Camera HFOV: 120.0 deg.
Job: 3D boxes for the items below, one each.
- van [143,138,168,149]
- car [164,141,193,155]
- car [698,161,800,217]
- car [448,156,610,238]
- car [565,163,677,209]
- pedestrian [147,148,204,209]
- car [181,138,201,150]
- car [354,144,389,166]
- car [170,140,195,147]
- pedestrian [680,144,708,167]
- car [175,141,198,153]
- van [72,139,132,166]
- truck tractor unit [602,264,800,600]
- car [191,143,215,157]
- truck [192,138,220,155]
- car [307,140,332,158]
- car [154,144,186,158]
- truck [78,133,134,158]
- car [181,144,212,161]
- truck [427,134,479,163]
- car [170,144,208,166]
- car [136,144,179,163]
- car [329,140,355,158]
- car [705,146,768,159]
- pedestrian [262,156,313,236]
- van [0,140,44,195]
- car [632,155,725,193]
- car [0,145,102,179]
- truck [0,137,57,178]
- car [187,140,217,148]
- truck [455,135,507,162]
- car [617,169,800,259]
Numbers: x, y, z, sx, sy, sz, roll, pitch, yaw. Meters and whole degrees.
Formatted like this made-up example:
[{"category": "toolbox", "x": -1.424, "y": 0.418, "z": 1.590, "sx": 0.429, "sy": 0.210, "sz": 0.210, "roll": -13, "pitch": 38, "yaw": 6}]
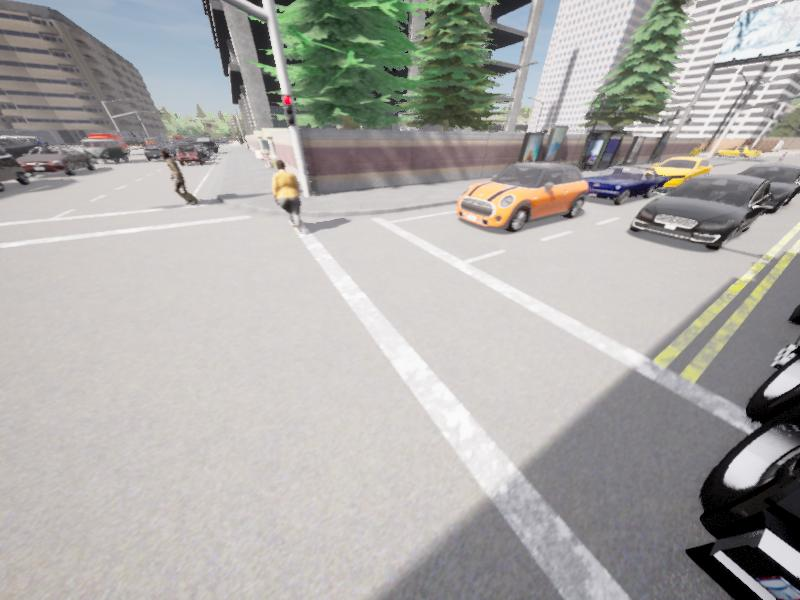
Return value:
[{"category": "van", "x": -55.251, "y": -35.425, "z": 52.129, "sx": 4.442, "sy": 1.987, "sz": 1.775, "roll": 16, "pitch": 38, "yaw": 22}, {"category": "car", "x": -33.640, "y": -23.222, "z": 35.261, "sx": 2.152, "sy": 1.651, "sz": 5.027, "roll": -18, "pitch": 39, "yaw": -25}, {"category": "car", "x": 15.173, "y": -4.781, "z": 9.673, "sx": 4.892, "sy": 1.490, "sz": 1.837, "roll": -18, "pitch": 39, "yaw": -24}, {"category": "car", "x": 4.156, "y": -3.626, "z": 7.652, "sx": 4.553, "sy": 1.767, "sz": 2.097, "roll": -18, "pitch": 39, "yaw": -24}, {"category": "car", "x": 10.220, "y": -5.402, "z": 10.682, "sx": 4.718, "sy": 1.301, "sz": 1.895, "roll": -18, "pitch": 39, "yaw": -24}, {"category": "pedestrian", "x": -8.145, "y": -4.458, "z": 8.515, "sx": 0.751, "sy": 1.860, "sz": 0.751, "roll": -18, "pitch": 39, "yaw": -25}, {"category": "car", "x": -41.380, "y": -31.035, "z": 45.890, "sx": 1.932, "sy": 1.855, "sz": 4.605, "roll": -18, "pitch": 39, "yaw": -25}, {"category": "car", "x": -2.859, "y": -14.237, "z": 22.597, "sx": 1.851, "sy": 1.617, "sz": 3.988, "roll": -18, "pitch": 39, "yaw": -24}, {"category": "car", "x": -57.355, "y": -41.324, "z": 61.023, "sx": 2.007, "sy": 1.525, "sz": 4.514, "roll": 8, "pitch": 36, "yaw": 11}, {"category": "pedestrian", "x": 28.387, "y": -13.985, "z": 22.310, "sx": 0.751, "sy": 1.860, "sz": 0.751, "roll": -16, "pitch": 38, "yaw": -22}, {"category": "car", "x": -37.545, "y": -27.020, "z": 40.721, "sx": 2.007, "sy": 1.525, "sz": 4.514, "roll": -18, "pitch": 39, "yaw": -25}, {"category": "van", "x": -28.469, "y": -14.322, "z": 22.308, "sx": 1.775, "sy": 1.987, "sz": 4.442, "roll": -18, "pitch": 39, "yaw": -25}, {"category": "truck tractor unit", "x": 5.116, "y": -0.294, "z": 0.782, "sx": 6.516, "sy": 4.208, "sz": 3.053, "roll": -18, "pitch": 39, "yaw": -24}, {"category": "car", "x": -27.100, "y": -20.738, "z": 31.846, "sx": 1.789, "sy": 1.549, "sz": 3.705, "roll": -18, "pitch": 39, "yaw": -25}, {"category": "truck", "x": -31.022, "y": -24.816, "z": 37.147, "sx": 2.390, "sy": 2.098, "sz": 6.274, "roll": -18, "pitch": 39, "yaw": -25}, {"category": "car", "x": -10.265, "y": -19.275, "z": 29.408, "sx": 1.905, "sy": 1.878, "sz": 3.866, "roll": -18, "pitch": 39, "yaw": -24}, {"category": "car", "x": -29.987, "y": -19.528, "z": 30.252, "sx": 1.994, "sy": 1.385, "sz": 4.181, "roll": -18, "pitch": 39, "yaw": -25}, {"category": "truck", "x": -38.638, "y": -20.546, "z": 30.655, "sx": 2.627, "sy": 2.467, "sz": 5.204, "roll": -18, "pitch": 39, "yaw": -25}, {"category": "car", "x": -23.683, "y": -17.367, "z": 27.088, "sx": 1.882, "sy": 1.535, "sz": 5.008, "roll": -18, "pitch": 39, "yaw": -25}, {"category": "truck", "x": 5.719, "y": -16.999, "z": 25.873, "sx": 2.615, "sy": 2.467, "sz": 5.204, "roll": -18, "pitch": 39, "yaw": -24}, {"category": "car", "x": -20.340, "y": -14.117, "z": 22.427, "sx": 1.851, "sy": 1.617, "sz": 3.988, "roll": -18, "pitch": 39, "yaw": -25}, {"category": "car", "x": -26.729, "y": -16.384, "z": 25.677, "sx": 2.128, "sy": 1.511, "sz": 4.902, "roll": -18, "pitch": 39, "yaw": -25}, {"category": "car", "x": -7.720, "y": -20.109, "z": 30.623, "sx": 1.905, "sy": 1.878, "sz": 3.866, "roll": -18, "pitch": 39, "yaw": -24}, {"category": "car", "x": 53.858, "y": -23.847, "z": 37.187, "sx": 1.801, "sy": 1.575, "sz": 5.366, "roll": -13, "pitch": 37, "yaw": -18}, {"category": "pedestrian", "x": -3.049, "y": -2.842, "z": 6.352, "sx": 0.751, "sy": 1.860, "sz": 0.751, "roll": -17, "pitch": 39, "yaw": -23}, {"category": "van", "x": -20.325, "y": -6.287, "z": 10.883, "sx": 2.069, "sy": 2.038, "sz": 4.480, "roll": -22, "pitch": 41, "yaw": -28}, {"category": "car", "x": 16.224, "y": -7.461, "z": 13.469, "sx": 5.008, "sy": 1.535, "sz": 1.882, "roll": -18, "pitch": 39, "yaw": -24}, {"category": "car", "x": -23.981, "y": -9.762, "z": 16.166, "sx": 2.152, "sy": 1.651, "sz": 5.027, "roll": -18, "pitch": 39, "yaw": -25}, {"category": "truck", "x": -27.930, "y": -9.871, "z": 15.865, "sx": 2.390, "sy": 2.098, "sz": 6.274, "roll": -18, "pitch": 39, "yaw": -25}, {"category": "car", "x": -49.560, "y": -39.110, "z": 57.921, "sx": 5.366, "sy": 1.575, "sz": 1.801, "roll": -18, "pitch": 39, "yaw": -25}, {"category": "truck", "x": 9.449, "y": -18.221, "z": 27.655, "sx": 2.615, "sy": 2.467, "sz": 5.204, "roll": -18, "pitch": 39, "yaw": -24}, {"category": "car", "x": 8.931, "y": -2.740, "z": 6.700, "sx": 4.892, "sy": 1.490, "sz": 1.837, "roll": -18, "pitch": 39, "yaw": -25}]
